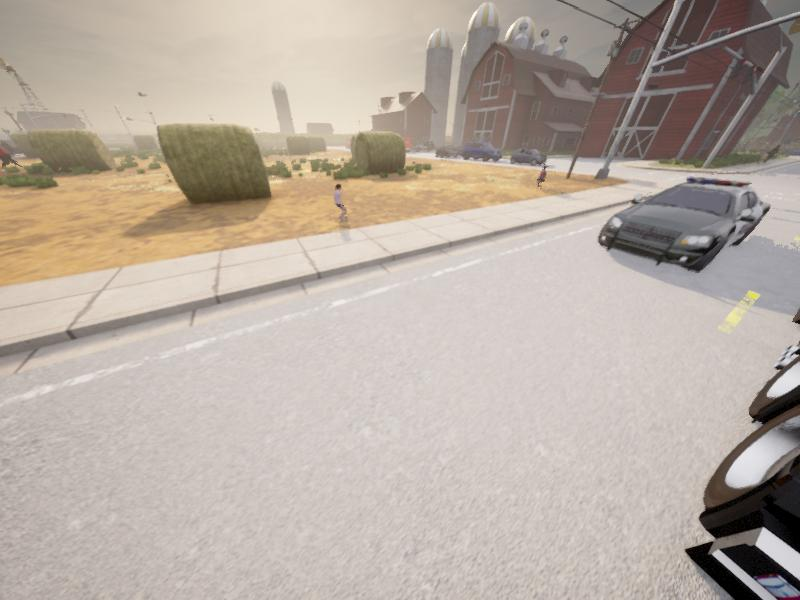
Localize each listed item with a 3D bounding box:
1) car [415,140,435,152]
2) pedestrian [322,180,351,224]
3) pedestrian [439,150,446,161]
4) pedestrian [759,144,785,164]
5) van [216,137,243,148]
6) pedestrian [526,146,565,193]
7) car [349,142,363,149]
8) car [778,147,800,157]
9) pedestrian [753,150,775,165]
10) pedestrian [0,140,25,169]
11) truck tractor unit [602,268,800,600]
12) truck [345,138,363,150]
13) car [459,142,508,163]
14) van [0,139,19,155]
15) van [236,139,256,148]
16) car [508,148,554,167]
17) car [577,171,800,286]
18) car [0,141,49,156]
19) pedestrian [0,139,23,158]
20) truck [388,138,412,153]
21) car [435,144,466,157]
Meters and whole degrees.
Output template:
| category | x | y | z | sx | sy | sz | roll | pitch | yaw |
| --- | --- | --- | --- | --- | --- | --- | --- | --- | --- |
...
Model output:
| category | x | y | z | sx | sy | sz | roll | pitch | yaw |
| --- | --- | --- | --- | --- | --- | --- | --- | --- | --- |
| car | 5.202 | -32.272 | 48.448 | 3.866 | 1.878 | 1.905 | 8 | 41 | 14 |
| pedestrian | -1.873 | -2.930 | 6.906 | 0.500 | 1.100 | 0.500 | -27 | 43 | -34 |
| pedestrian | 5.112 | -17.326 | 27.631 | 0.500 | 1.100 | 0.500 | 28 | 43 | 34 |
| pedestrian | 43.321 | -17.026 | 26.919 | 0.751 | 1.860 | 0.751 | -20 | 40 | -27 |
| van | -51.238 | -47.609 | 69.708 | 5.915 | 2.561 | 1.988 | -18 | 39 | -25 |
| pedestrian | 6.871 | -6.191 | 10.995 | 0.751 | 1.860 | 0.751 | -5 | 35 | -7 |
| car | -12.771 | -44.371 | 66.216 | 2.038 | 1.542 | 4.974 | -19 | 39 | -25 |
| car | 74.503 | -27.469 | 42.942 | 1.994 | 1.385 | 4.181 | -24 | 42 | -30 |
| pedestrian | 40.647 | -15.928 | 25.807 | 0.751 | 1.300 | 0.751 | -19 | 39 | -25 |
| pedestrian | -30.937 | -11.361 | 18.061 | 0.751 | 1.860 | 0.751 | -26 | 43 | -33 |
| truck tractor unit | 5.117 | -0.294 | 0.777 | 6.516 | 4.208 | 3.053 | -18 | 39 | -24 |
| truck | -11.799 | -39.977 | 59.137 | 2.627 | 2.467 | 5.204 | -19 | 39 | -25 |
| car | 10.407 | -18.899 | 29.417 | 2.150 | 2.045 | 5.566 | -19 | 39 | -25 |
| van | -60.588 | -22.758 | 34.371 | 1.775 | 1.987 | 4.442 | -16 | 38 | -22 |
| van | -46.069 | -46.780 | 69.041 | 4.480 | 2.038 | 2.069 | -18 | 39 | -25 |
| car | 13.924 | -15.366 | 24.817 | 1.845 | 1.501 | 3.633 | -19 | 39 | -25 |
| car | 7.191 | -2.108 | 5.758 | 4.974 | 1.542 | 2.038 | -18 | 39 | -24 |
| car | -57.016 | -23.073 | 35.029 | 2.097 | 1.767 | 4.553 | -16 | 38 | -22 |
| pedestrian | -46.719 | -18.086 | 27.582 | 0.751 | 1.860 | 0.751 | -19 | 39 | -25 |
| truck | 0.014 | -32.693 | 48.775 | 2.627 | 2.467 | 5.204 | -19 | 39 | -25 |
| car | 8.196 | -24.644 | 38.022 | 2.152 | 1.651 | 5.027 | -19 | 39 | -25 |
